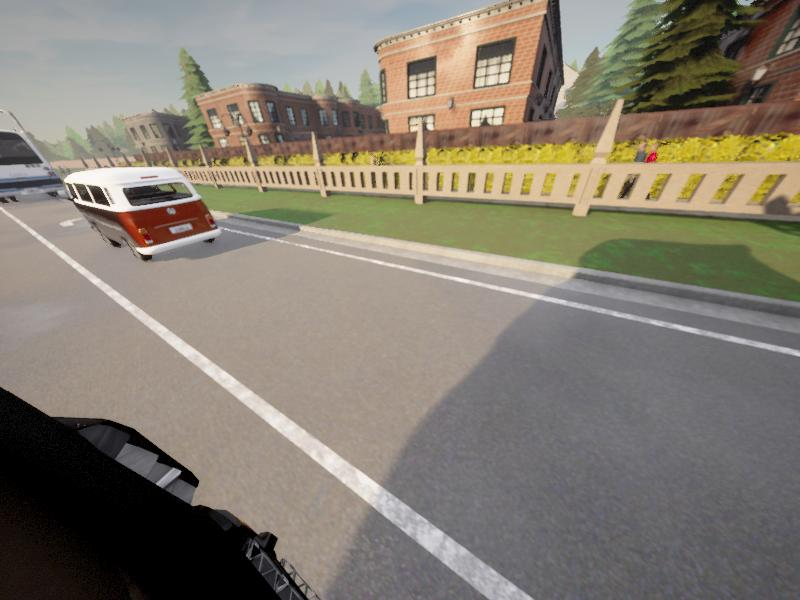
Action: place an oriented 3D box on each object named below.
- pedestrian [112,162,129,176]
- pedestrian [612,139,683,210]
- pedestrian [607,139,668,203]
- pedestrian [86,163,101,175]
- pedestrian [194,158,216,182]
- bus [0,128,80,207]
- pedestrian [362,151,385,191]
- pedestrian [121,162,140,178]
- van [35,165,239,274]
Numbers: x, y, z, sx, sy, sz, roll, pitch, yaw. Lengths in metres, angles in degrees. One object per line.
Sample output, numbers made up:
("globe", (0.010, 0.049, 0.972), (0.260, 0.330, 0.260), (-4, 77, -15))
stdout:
("pedestrian", (-42.730, -20.014, 35.356), (0.751, 1.860, 0.751), (14, 37, 23))
("pedestrian", (7.638, -3.919, 7.260), (0.751, 1.860, 0.751), (15, 38, 25))
("pedestrian", (8.176, -4.486, 8.073), (0.751, 1.860, 0.751), (17, 38, 27))
("pedestrian", (-58.891, -25.204, 44.409), (0.751, 1.860, 0.751), (6, 35, 13))
("pedestrian", (-18.345, -12.227, 21.762), (0.751, 1.860, 0.751), (16, 38, 26))
("bus", (-30.184, -10.032, 17.525), (10.273, 4.253, 3.944), (16, 38, 26))
("pedestrian", (-1.465, -7.213, 12.919), (0.751, 1.860, 0.751), (21, 40, 31))
("pedestrian", (-36.392, -17.562, 31.178), (0.751, 1.860, 0.751), (16, 38, 27))
("van", (-7.239, -2.532, 6.479), (4.480, 2.038, 2.069), (17, 38, 26))
